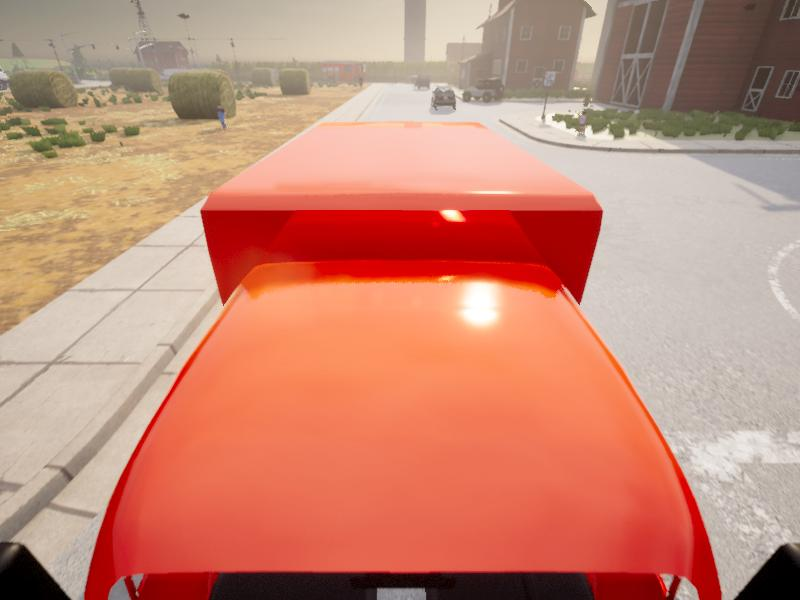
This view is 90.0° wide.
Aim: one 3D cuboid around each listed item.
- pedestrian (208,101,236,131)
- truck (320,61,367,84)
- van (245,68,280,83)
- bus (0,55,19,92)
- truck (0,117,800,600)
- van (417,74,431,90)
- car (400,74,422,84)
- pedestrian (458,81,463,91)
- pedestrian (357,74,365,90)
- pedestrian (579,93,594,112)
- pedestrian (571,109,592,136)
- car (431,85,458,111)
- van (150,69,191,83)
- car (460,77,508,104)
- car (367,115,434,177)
[{"bbox_3d":[-8.976,-9.311,20.214,0.751,1.300,0.751,4,31,6],"label":"pedestrian"},{"bbox_3d":[-10.789,-44.201,77.706,8.468,3.827,2.891,0,30,1],"label":"truck"},{"bbox_3d":[-27.872,-45.585,81.265,5.915,2.561,1.988,0,30,1],"label":"van"},{"bbox_3d":[-54.266,-27.855,49.202,3.944,4.253,10.273,2,30,3],"label":"bus"},{"bbox_3d":[0.004,0.145,3.276,2.627,2.467,5.204,0,30,0],"label":"truck"},{"bbox_3d":[3.510,-32.715,59.883,1.775,1.987,4.442,0,30,0],"label":"van"},{"bbox_3d":[2.086,-43.190,78.126,1.930,1.638,5.238,-17,34,-26],"label":"car"},{"bbox_3d":[7.838,-27.765,51.964,0.500,1.100,0.500,-2,30,-3],"label":"pedestrian"},{"bbox_3d":[-5.219,-29.121,53.506,0.751,1.860,0.751,3,30,4],"label":"pedestrian"},{"bbox_3d":[12.644,-13.387,27.129,0.500,1.100,0.500,-9,32,-15],"label":"pedestrian"},{"bbox_3d":[8.476,-8.279,18.684,0.500,1.100,0.500,-9,32,-15],"label":"pedestrian"},{"bbox_3d":[3.490,-16.238,32.054,1.789,1.549,3.705,0,31,0],"label":"car"},{"bbox_3d":[-46.641,-45.689,81.550,6.366,2.431,2.351,-6,31,-10],"label":"van"},{"bbox_3d":[7.670,-19.257,36.687,1.905,1.878,3.866,-30,40,-32],"label":"car"},{"bbox_3d":[-0.003,-5.494,13.997,1.994,1.385,4.181,0,30,0],"label":"car"}]
